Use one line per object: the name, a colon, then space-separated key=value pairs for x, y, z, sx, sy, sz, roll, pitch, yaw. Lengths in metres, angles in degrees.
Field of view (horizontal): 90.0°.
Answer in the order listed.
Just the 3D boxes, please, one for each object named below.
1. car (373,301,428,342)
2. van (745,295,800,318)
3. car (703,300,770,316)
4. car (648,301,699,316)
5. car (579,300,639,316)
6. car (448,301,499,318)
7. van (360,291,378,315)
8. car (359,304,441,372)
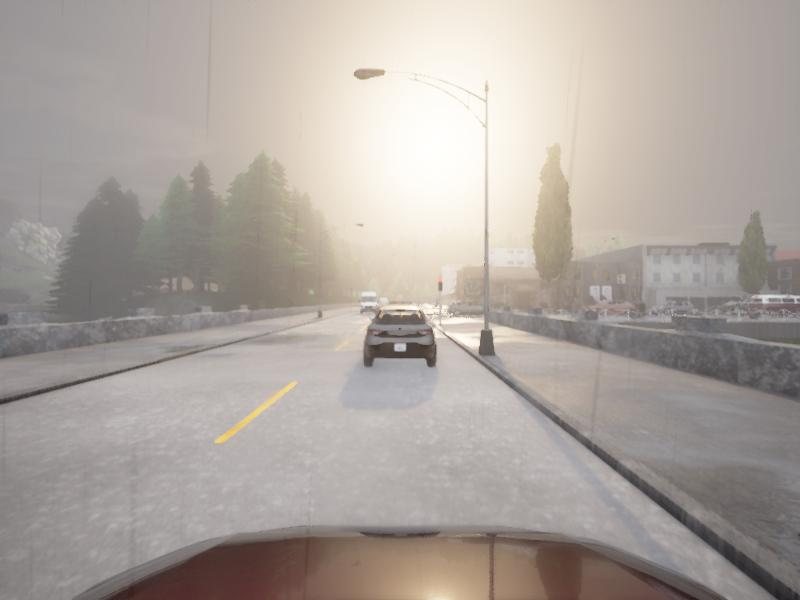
car: x=0.015 y=0.826 z=17.541 sx=2.038 sy=1.542 sz=4.974 roll=0 pitch=0 yaw=0
van: x=34.886 y=0.570 z=36.844 sx=4.480 sy=2.038 sz=2.069 roll=0 pitch=0 yaw=0
car: x=34.306 y=0.770 z=40.841 sx=5.238 sy=1.638 sz=1.930 roll=0 pitch=0 yaw=0
car: x=27.860 y=0.852 z=40.846 sx=3.806 sy=1.475 sz=1.970 roll=0 pitch=0 yaw=0
car: x=21.285 y=0.779 z=40.851 sx=5.027 sy=1.651 sz=2.152 roll=0 pitch=0 yaw=0
car: x=6.723 y=0.827 z=37.054 sx=4.514 sy=1.525 sz=2.007 roll=0 pitch=0 yaw=7
van: x=-3.649 y=0.321 z=46.829 sx=1.988 sy=2.561 sz=5.915 roll=0 pitch=0 yaw=-5
car: x=0.005 y=0.854 z=10.941 sx=1.816 sy=1.474 sz=4.193 roll=0 pitch=0 yaw=0
